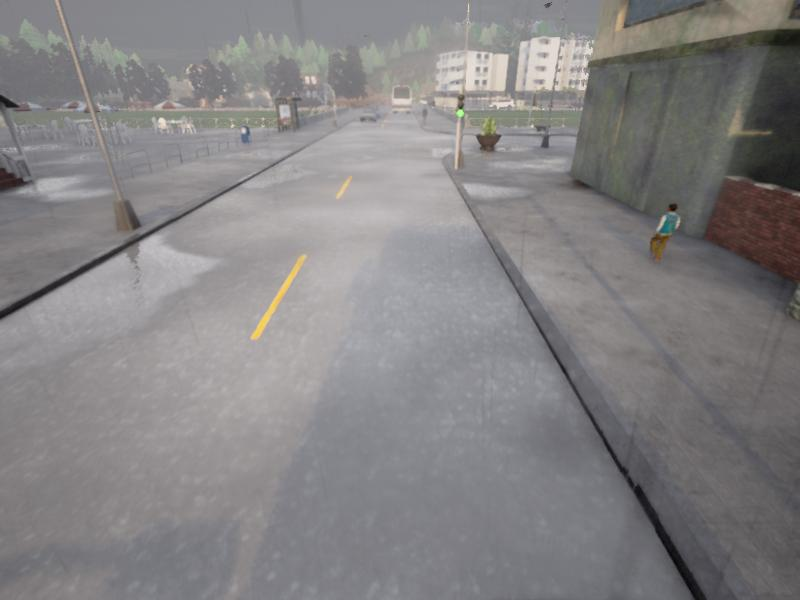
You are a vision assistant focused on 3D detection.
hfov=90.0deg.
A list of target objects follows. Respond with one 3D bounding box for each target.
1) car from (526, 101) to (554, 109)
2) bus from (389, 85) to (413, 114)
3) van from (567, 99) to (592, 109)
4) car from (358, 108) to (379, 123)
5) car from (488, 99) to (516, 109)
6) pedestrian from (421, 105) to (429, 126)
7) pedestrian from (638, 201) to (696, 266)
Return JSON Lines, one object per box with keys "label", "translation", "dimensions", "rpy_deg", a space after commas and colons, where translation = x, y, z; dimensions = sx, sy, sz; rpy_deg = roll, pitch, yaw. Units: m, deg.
{"label": "car", "translation": [30.982, -43.233, 88.676], "dimensions": [5.238, 1.638, 1.930], "rpy_deg": [0, 27, 0]}
{"label": "bus", "translation": [0.216, -35.127, 70.155], "dimensions": [3.944, 4.253, 10.273], "rpy_deg": [0, 27, 0]}
{"label": "van", "translation": [39.760, -43.376, 88.552], "dimensions": [4.442, 1.987, 1.775], "rpy_deg": [0, 27, 0]}
{"label": "car", "translation": [-3.762, -22.442, 48.669], "dimensions": [2.033, 1.411, 5.357], "rpy_deg": [0, 27, 0]}
{"label": "car", "translation": [22.516, -43.420, 88.623], "dimensions": [5.566, 2.045, 2.150], "rpy_deg": [0, 27, 0]}
{"label": "pedestrian", "translation": [2.517, -18.872, 40.914], "dimensions": [0.751, 1.860, 0.751], "rpy_deg": [2, 27, 4]}
{"label": "pedestrian", "translation": [4.994, -1.248, 7.540], "dimensions": [0.500, 1.100, 0.500], "rpy_deg": [3, 27, 6]}
